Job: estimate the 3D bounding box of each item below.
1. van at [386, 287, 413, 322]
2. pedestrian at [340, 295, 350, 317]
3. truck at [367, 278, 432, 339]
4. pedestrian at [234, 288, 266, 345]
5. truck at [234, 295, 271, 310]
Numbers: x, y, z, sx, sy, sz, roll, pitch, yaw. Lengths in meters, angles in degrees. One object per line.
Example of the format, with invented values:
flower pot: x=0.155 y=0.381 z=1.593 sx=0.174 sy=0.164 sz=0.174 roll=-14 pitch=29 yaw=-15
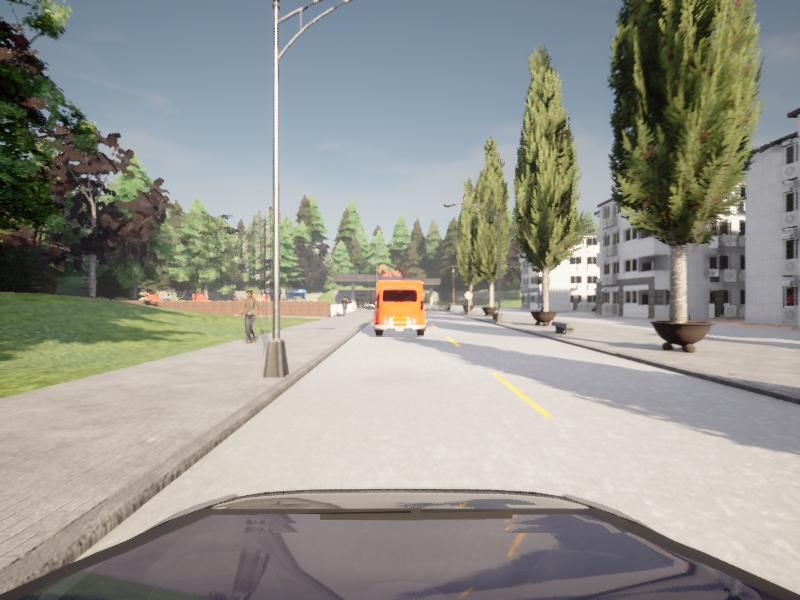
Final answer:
van: x=-0.006 y=0.312 z=32.255 sx=1.988 sy=2.561 sz=5.915 roll=0 pitch=0 yaw=0
pedestrian: x=-4.909 y=0.522 z=35.572 sx=0.751 sy=1.860 sz=0.751 roll=0 pitch=0 yaw=3
truck: x=-0.013 y=0.355 z=18.715 sx=2.627 sy=2.467 sz=5.204 roll=0 pitch=0 yaw=0
pedestrian: x=-5.014 y=0.529 z=13.435 sx=0.751 sy=1.860 sz=0.751 roll=0 pitch=0 yaw=6
truck: x=-24.485 y=0.371 z=66.586 sx=5.204 sy=2.467 sz=2.627 roll=0 pitch=0 yaw=0
